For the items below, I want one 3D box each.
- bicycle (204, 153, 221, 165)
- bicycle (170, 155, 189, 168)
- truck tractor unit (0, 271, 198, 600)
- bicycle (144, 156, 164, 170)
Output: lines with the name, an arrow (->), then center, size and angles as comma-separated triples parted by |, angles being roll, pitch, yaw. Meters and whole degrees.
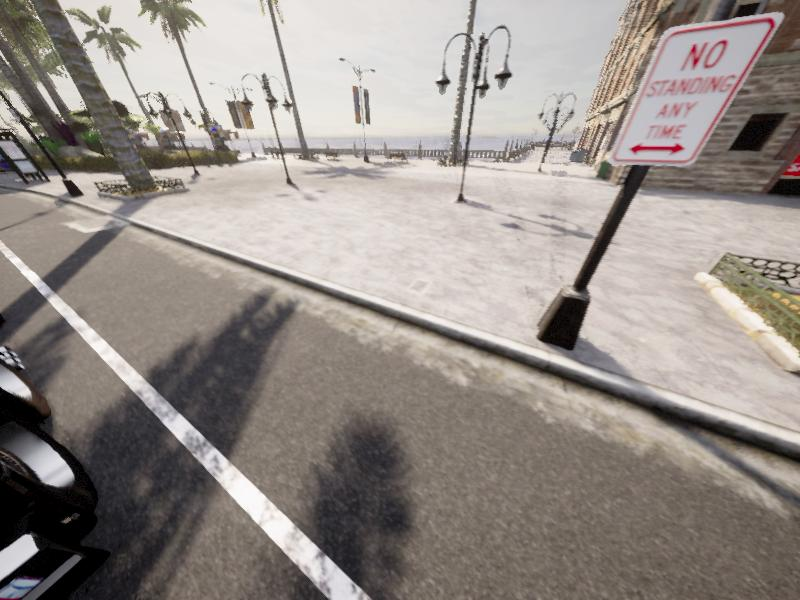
bicycle -> -19.863, -14.976, 24.523 | 1.643, 1.024, 0.373 | 17, 39, 23
bicycle -> -21.305, -13.451, 22.356 | 1.643, 1.024, 0.373 | 17, 39, 23
truck tractor unit -> -5.128, -0.282, 0.767 | 6.516, 4.208, 3.053 | 18, 39, 24
bicycle -> -22.267, -12.434, 20.910 | 1.643, 1.024, 0.373 | 17, 39, 23
